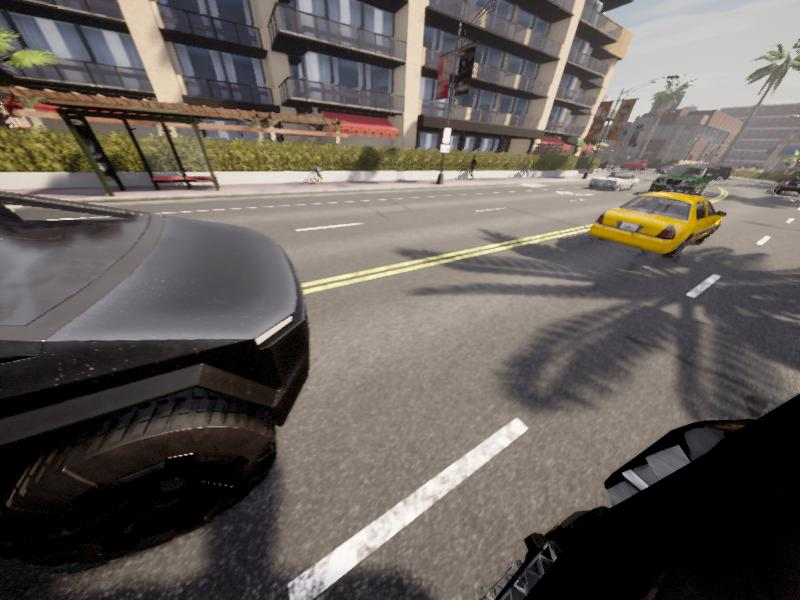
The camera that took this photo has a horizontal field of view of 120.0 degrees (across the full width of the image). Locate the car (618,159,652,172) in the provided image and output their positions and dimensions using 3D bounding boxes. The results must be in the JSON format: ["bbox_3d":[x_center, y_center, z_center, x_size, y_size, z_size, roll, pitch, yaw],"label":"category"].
[{"bbox_3d":[54.039,-31.168,53.402,2.150,2.045,5.566,4,33,1],"label":"car"}]

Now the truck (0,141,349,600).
[{"bbox_3d":[-3.696,0.613,0.853,6.274,2.098,2.390,-16,38,-26],"label":"truck"}]

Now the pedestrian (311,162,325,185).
[{"bbox_3d":[-4.728,-7.294,13.296,0.500,1.100,0.500,-14,37,-24],"label":"pedestrian"}]

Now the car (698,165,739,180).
[{"bbox_3d":[52.000,-20.881,37.838,1.905,1.878,3.866,15,35,18],"label":"car"}]

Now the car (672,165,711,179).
[{"bbox_3d":[48.564,-21.455,38.640,2.242,1.667,4.611,18,36,22],"label":"car"}]

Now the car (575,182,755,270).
[{"bbox_3d":[7.967,-2.487,6.914,5.366,1.575,1.801,-16,38,-26],"label":"car"}]

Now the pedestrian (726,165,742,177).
[{"bbox_3d":[64.615,-24.980,44.726,0.751,1.860,0.751,14,35,16],"label":"pedestrian"}]

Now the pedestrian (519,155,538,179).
[{"bbox_3d":[12.171,-12.626,21.977,0.751,1.860,0.751,-13,37,-23],"label":"pedestrian"}]

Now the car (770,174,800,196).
[{"bbox_3d":[38.303,-11.156,22.348,3.988,1.617,1.851,-23,41,-33],"label":"car"}]

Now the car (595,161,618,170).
[{"bbox_3d":[46.904,-30.565,52.521,1.970,1.475,3.806,7,34,7],"label":"car"}]

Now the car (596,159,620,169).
[{"bbox_3d":[50.693,-33.238,56.419,1.905,1.878,3.866,2,34,-2],"label":"car"}]

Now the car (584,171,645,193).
[{"bbox_3d":[17.346,-9.594,18.634,4.718,1.301,1.895,-17,38,-28],"label":"car"}]

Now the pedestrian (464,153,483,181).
[{"bbox_3d":[5.815,-10.587,18.403,0.751,1.860,0.751,-15,37,-25],"label":"pedestrian"}]

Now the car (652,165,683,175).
[{"bbox_3d":[51.942,-25.274,44.926,1.994,1.385,4.181,11,34,12],"label":"car"}]

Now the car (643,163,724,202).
[{"bbox_3d":[20.505,-8.606,16.711,5.566,2.045,2.150,-18,39,-28],"label":"car"}]
